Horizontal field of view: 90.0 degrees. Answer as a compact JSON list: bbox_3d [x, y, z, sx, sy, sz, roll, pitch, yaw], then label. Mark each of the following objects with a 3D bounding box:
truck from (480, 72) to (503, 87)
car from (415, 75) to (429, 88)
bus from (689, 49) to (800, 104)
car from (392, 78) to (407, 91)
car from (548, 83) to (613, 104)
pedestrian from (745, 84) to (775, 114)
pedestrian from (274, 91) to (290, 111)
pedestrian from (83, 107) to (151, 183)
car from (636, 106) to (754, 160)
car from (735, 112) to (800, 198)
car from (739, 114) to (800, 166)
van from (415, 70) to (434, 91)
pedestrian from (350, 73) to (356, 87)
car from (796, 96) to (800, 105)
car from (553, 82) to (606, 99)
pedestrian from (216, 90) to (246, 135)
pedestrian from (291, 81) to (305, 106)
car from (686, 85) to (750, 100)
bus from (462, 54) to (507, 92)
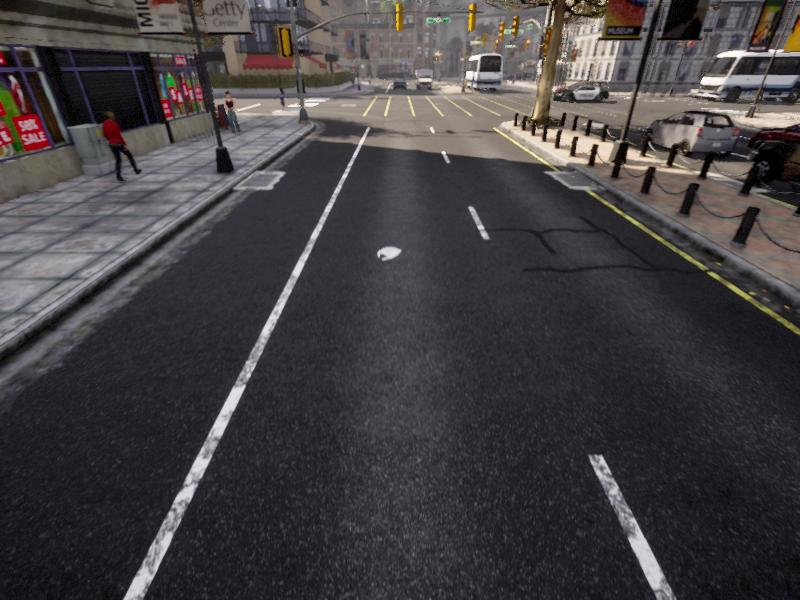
[{"bbox_3d":[14.987,-36.451,66.073,2.390,2.098,6.274,0,30,0],"label":"truck"},{"bbox_3d":[3.488,-35.149,64.312,2.033,1.649,4.856,0,30,0],"label":"car"},{"bbox_3d":[33.715,-20.548,36.831,10.273,4.253,3.944,0,30,0],"label":"bus"},{"bbox_3d":[-0.012,-30.935,57.356,2.033,1.411,5.357,0,30,0],"label":"car"},{"bbox_3d":[16.835,-19.392,37.534,4.974,1.542,2.038,-1,30,0],"label":"car"},{"bbox_3d":[25.427,-14.181,28.286,0.751,1.860,0.751,-2,30,-3],"label":"pedestrian"},{"bbox_3d":[-8.998,-15.161,30.497,0.751,1.300,0.751,3,30,5],"label":"pedestrian"},{"bbox_3d":[-7.786,-4.282,11.090,0.751,1.860,0.751,1,30,2],"label":"pedestrian"},{"bbox_3d":[11.505,-6.755,15.990,1.845,1.501,3.633,0,30,0],"label":"car"},{"bbox_3d":[11.498,-3.517,10.119,1.932,1.855,4.605,0,30,0],"label":"car"},{"bbox_3d":[14.997,-5.711,14.371,1.994,1.385,4.181,0,30,0],"label":"car"},{"bbox_3d":[3.487,-31.613,57.493,2.351,2.431,6.366,0,30,0],"label":"van"},{"bbox_3d":[-7.241,-33.973,61.724,0.751,1.860,0.751,0,30,1],"label":"pedestrian"},{"bbox_3d":[37.540,-17.656,34.646,4.193,1.474,1.816,0,30,0],"label":"car"},{"bbox_3d":[19.324,-22.661,43.204,4.674,1.442,1.812,20,36,30],"label":"car"},{"bbox_3d":[-7.934,-8.830,18.846,0.751,1.860,0.751,0,30,-1],"label":"pedestrian"},{"bbox_3d":[-8.615,-17.472,33.884,0.751,1.860,0.751,2,30,3],"label":"pedestrian"},{"bbox_3d":[32.229,-21.100,40.694,4.718,1.301,1.895,0,30,0],"label":"car"},{"bbox_3d":[11.368,-31.457,55.421,3.944,4.253,10.273,0,30,0],"label":"bus"}]
